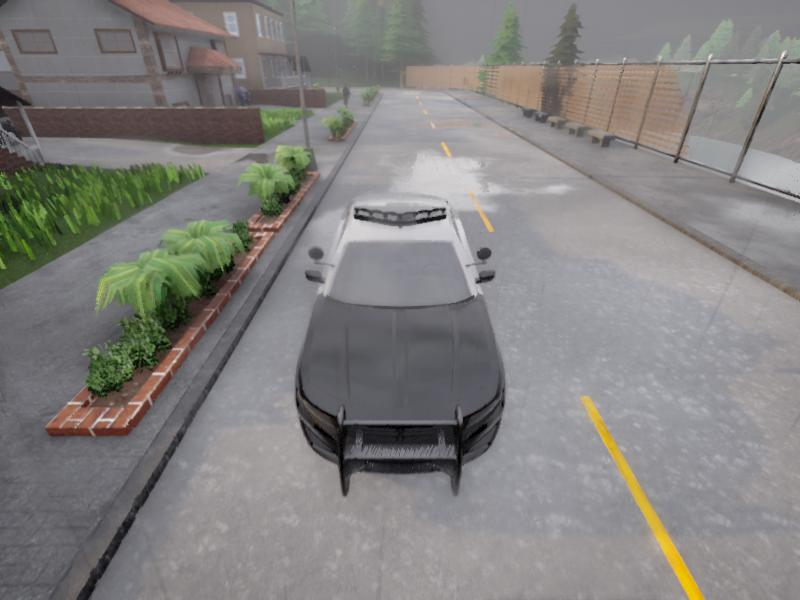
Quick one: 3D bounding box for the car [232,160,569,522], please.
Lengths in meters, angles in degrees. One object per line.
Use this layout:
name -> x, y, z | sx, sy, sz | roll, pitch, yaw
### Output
car -> 0.003, -0.315, 4.954 | 1.930, 1.638, 5.238 | 0, 31, 0

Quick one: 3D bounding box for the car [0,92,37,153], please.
car -> -15.530, -6.063, 13.911 | 1.905, 1.878, 3.866 | 0, 30, 0

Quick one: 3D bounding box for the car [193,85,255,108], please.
car -> -13.271, -15.463, 30.362 | 3.633, 1.501, 1.845 | 0, 30, 0

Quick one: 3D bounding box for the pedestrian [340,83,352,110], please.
pedestrian -> -4.205, -15.867, 31.168 | 0.751, 1.860, 0.751 | 0, 30, -1
